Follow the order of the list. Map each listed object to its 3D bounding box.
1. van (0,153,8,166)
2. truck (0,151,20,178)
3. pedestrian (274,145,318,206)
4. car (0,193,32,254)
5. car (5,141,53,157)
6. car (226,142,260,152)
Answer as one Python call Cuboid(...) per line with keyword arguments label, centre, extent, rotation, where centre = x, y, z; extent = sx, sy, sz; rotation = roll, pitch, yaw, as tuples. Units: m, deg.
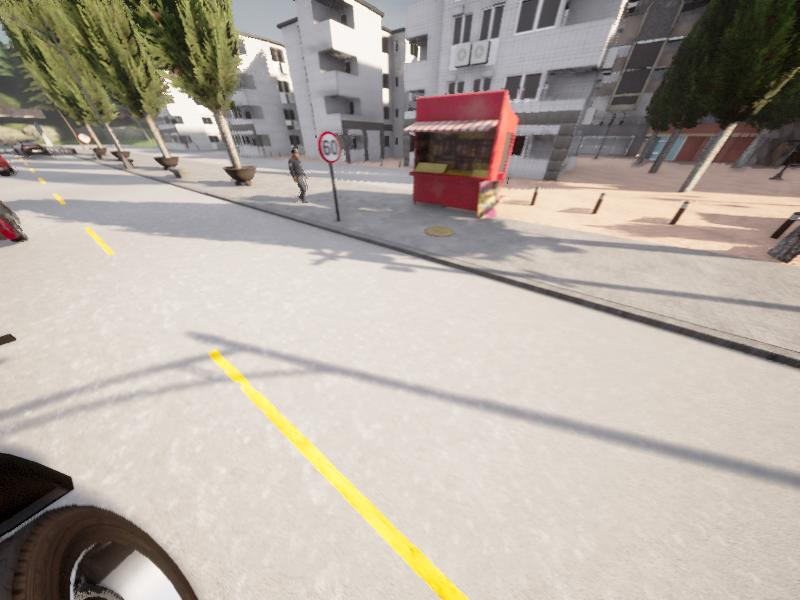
Cuboid(label="van", centre=(-37.457, -13.388, 20.339), extent=(5.915, 2.561, 1.988), rotation=(23, 41, 29))
Cuboid(label="truck", centre=(-27.302, -9.134, 14.478), extent=(5.204, 2.467, 2.627), rotation=(22, 41, 29))
Cuboid(label="pedestrian", centre=(-3.763, -4.566, 8.504), extent=(0.751, 1.860, 0.751), rotation=(12, 37, 16))
Cuboid(label="car", centre=(-11.279, -2.081, 5.566), extent=(4.181, 1.385, 1.994), rotation=(22, 41, 28))
Cuboid(label="car", centre=(-48.038, -19.602, 29.917), extent=(4.974, 1.542, 2.038), rotation=(16, 38, 21))
Cuboid(label="car", centre=(-29.509, -28.988, 43.713), extent=(4.974, 1.542, 2.038), rotation=(-15, 38, -20))
